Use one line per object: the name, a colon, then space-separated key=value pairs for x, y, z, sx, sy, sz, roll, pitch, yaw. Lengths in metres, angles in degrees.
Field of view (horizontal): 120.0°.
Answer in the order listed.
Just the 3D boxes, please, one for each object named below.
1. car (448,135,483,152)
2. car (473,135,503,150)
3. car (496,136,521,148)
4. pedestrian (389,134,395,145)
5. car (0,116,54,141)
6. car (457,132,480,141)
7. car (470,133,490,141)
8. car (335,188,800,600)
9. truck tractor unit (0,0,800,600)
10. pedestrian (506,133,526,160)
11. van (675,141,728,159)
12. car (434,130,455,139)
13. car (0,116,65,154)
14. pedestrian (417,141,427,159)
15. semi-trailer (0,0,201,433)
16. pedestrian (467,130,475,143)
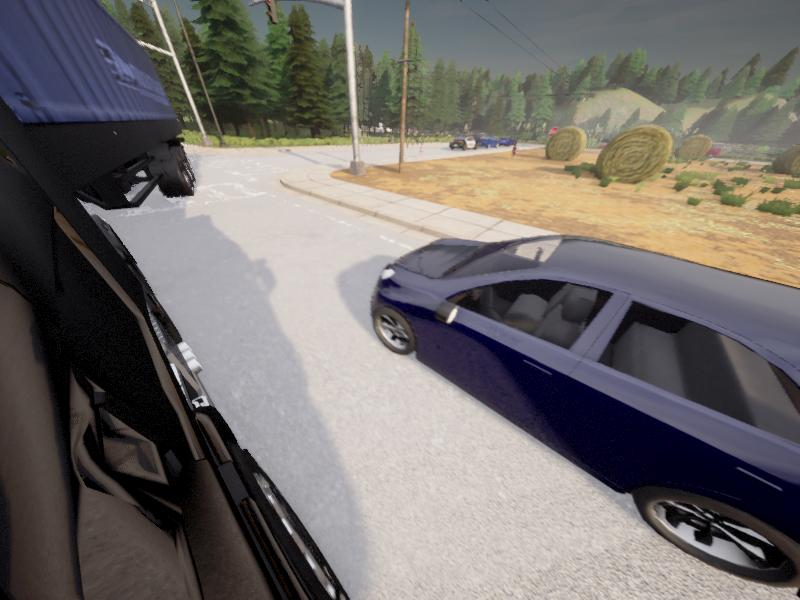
car: x=8.330 y=-19.886 z=29.246 sx=2.038 sy=1.542 sz=4.974 roll=29 pitch=44 yaw=30
car: x=12.753 y=-22.854 z=33.450 sx=1.882 sy=1.535 sz=5.008 roll=29 pitch=44 yaw=30
car: x=18.162 y=-26.482 z=38.608 sx=2.007 sy=1.525 sz=4.514 roll=29 pitch=44 yaw=30
pedestrian: x=-1.042 y=-20.799 z=29.900 sx=0.500 sy=1.100 sz=0.500 roll=20 pitch=40 yaw=21
car: x=-31.282 y=-14.436 z=19.447 sx=4.193 sy=1.474 sz=1.816 roll=28 pitch=44 yaw=29
car: x=15.957 y=-38.373 z=54.109 sx=2.007 sy=1.525 sz=4.514 roll=-29 pitch=48 yaw=-35
car: x=19.204 y=-39.336 z=55.662 sx=3.806 sy=1.475 sz=1.970 roll=31 pitch=45 yaw=32
car: x=1.355 y=0.157 z=2.264 sx=3.633 sy=1.501 sz=1.845 roll=28 pitch=44 yaw=29
truck tractor unit: x=-2.645 y=-0.295 z=0.351 sx=6.516 sy=4.208 sz=3.053 roll=28 pitch=44 yaw=30
pedestrian: x=10.162 y=-13.435 z=20.248 sx=0.751 sy=1.860 sz=0.751 roll=-23 pitch=44 yaw=-30
van: x=46.320 y=-23.184 z=35.657 sx=4.442 sy=1.987 sz=1.775 roll=31 pitch=45 yaw=32
car: x=11.125 y=-41.294 z=57.650 sx=4.514 sy=1.525 sz=2.007 roll=31 pitch=45 yaw=32
car: x=-23.621 y=-10.434 z=14.505 sx=4.611 sy=1.667 sz=2.242 roll=28 pitch=44 yaw=30
pedestrian: x=1.765 y=-11.898 z=18.327 sx=0.500 sy=1.100 sz=0.500 roll=31 pitch=45 yaw=32
semi-trailer: x=-7.364 y=-4.294 z=5.175 sx=2.717 sy=4.402 sz=14.254 roll=-20 pitch=43 yaw=-26
pedestrian: x=13.060 y=-30.191 z=42.600 sx=0.751 sy=1.860 sz=0.751 roll=30 pitch=45 yaw=31
